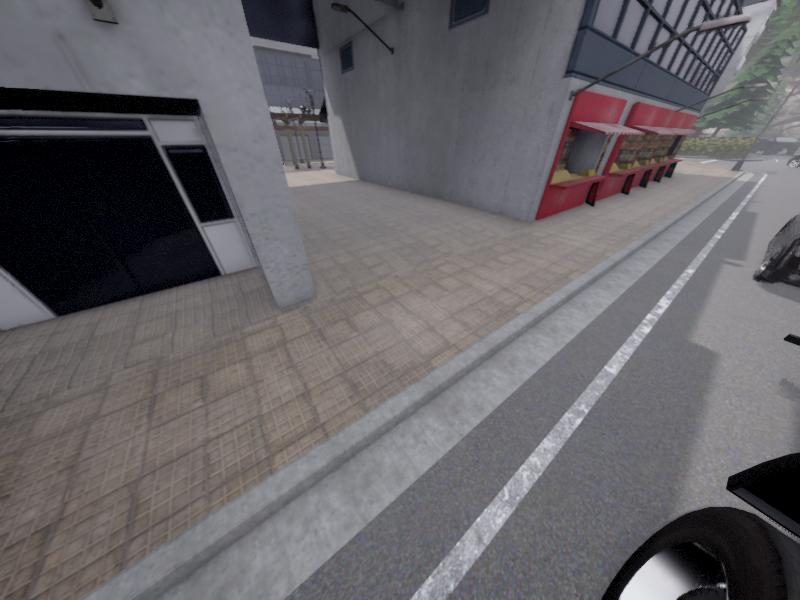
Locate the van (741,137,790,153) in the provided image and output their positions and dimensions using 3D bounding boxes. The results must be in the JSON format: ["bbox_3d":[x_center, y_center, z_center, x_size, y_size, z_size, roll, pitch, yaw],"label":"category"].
[{"bbox_3d":[60.163,-25.638,38.144,1.775,1.987,4.442,12,37,17],"label":"van"}]

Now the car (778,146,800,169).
[{"bbox_3d":[32.805,-10.575,17.329,1.837,1.490,4.892,10,36,12],"label":"car"}]

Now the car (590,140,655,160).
[{"bbox_3d":[25.027,-17.051,26.179,2.242,1.667,4.611,-24,41,-30],"label":"car"}]

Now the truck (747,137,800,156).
[{"bbox_3d":[52.333,-21.440,32.141,2.390,2.098,6.274,23,41,29],"label":"truck"}]

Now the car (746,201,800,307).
[{"bbox_3d":[8.418,-0.953,4.018,4.181,1.385,1.994,-23,41,-28],"label":"car"}]

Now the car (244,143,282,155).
[{"bbox_3d":[-22.675,-25.028,38.317,4.792,1.488,2.163,-23,41,-29],"label":"car"}]

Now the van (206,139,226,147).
[{"bbox_3d":[-58.759,-50.056,73.646,4.480,2.038,2.069,-23,41,-29],"label":"van"}]
